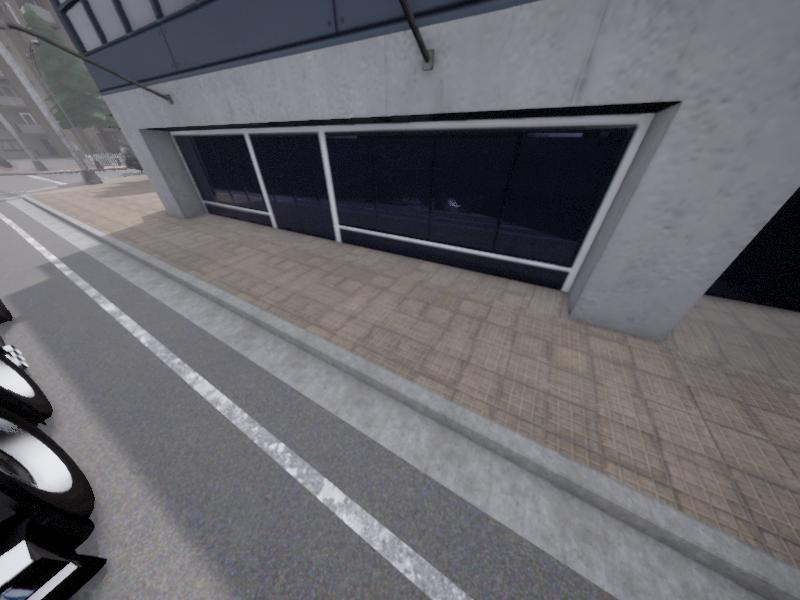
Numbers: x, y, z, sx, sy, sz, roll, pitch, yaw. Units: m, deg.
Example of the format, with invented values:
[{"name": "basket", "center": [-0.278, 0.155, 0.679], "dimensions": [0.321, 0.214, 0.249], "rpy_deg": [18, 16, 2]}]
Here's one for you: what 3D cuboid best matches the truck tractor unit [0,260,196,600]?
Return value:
[{"name": "truck tractor unit", "center": [-5.104, -0.308, 0.791], "dimensions": [6.516, 4.208, 3.053], "rpy_deg": [19, 39, 25]}]
